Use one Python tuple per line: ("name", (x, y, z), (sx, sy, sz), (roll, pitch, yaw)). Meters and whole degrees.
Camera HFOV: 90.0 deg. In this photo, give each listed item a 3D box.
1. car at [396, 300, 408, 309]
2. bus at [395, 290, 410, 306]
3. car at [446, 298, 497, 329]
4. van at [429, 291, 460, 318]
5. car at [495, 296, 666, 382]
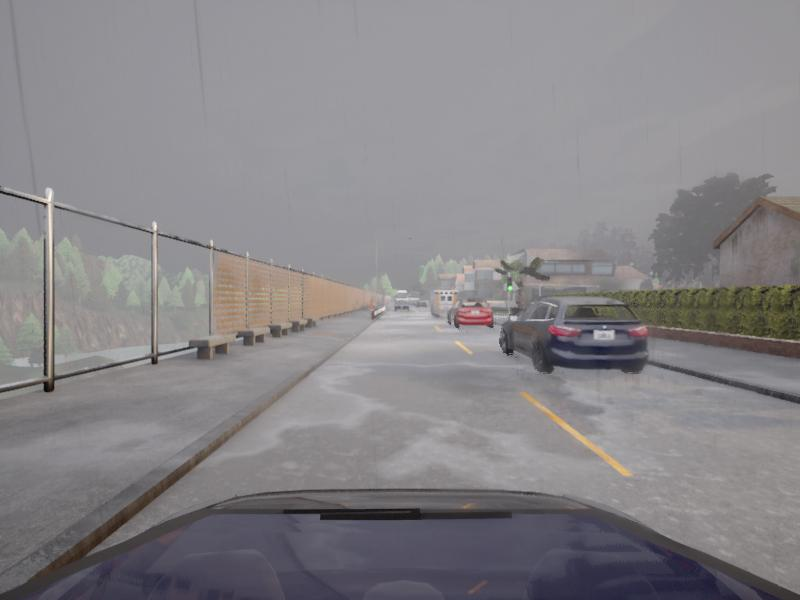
("car", (0.369, 0.769, 71.852), (2.033, 1.649, 4.856), (0, 0, 0))
("bus", (0.702, -0.538, 113.621), (3.944, 4.253, 10.273), (0, 0, 0))
("car", (4.126, 0.755, 23.931), (2.242, 1.667, 4.611), (0, 0, 0))
("van", (4.204, 0.378, 38.976), (2.351, 2.431, 6.366), (0, 0, 0))
("car", (4.067, 0.757, 10.115), (2.242, 1.667, 4.611), (0, 0, 0))
